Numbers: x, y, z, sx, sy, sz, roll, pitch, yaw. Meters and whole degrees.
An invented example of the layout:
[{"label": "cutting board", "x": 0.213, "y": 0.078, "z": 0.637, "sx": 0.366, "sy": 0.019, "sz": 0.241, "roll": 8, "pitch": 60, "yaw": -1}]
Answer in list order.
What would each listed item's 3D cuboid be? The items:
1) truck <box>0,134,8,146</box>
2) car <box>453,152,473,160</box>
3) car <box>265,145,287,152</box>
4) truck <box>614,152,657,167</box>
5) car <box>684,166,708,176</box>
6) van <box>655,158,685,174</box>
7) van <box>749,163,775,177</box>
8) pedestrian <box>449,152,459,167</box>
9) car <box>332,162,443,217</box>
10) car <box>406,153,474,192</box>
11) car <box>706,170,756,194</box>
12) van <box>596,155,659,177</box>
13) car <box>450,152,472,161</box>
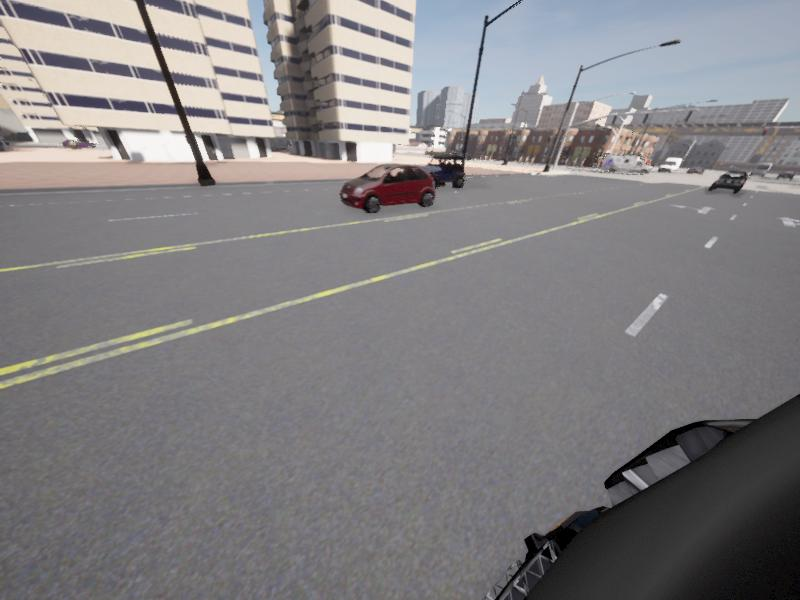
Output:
[{"label": "truck", "x": -76.590, "y": -28.988, "z": 39.488, "sx": 8.468, "sy": 3.827, "sz": 2.891, "roll": -20, "pitch": 40, "yaw": -32}, {"label": "car", "x": 16.778, "y": -38.490, "z": 61.867, "sx": 2.128, "sy": 1.511, "sz": 4.902, "roll": -20, "pitch": 40, "yaw": -30}, {"label": "car", "x": -35.592, "y": -43.610, "z": 66.444, "sx": 5.238, "sy": 1.638, "sz": 1.930, "roll": -22, "pitch": 41, "yaw": -30}, {"label": "truck", "x": 75.267, "y": -45.114, "z": 74.133, "sx": 2.891, "sy": 3.827, "sz": 8.468, "roll": -19, "pitch": 40, "yaw": -30}, {"label": "car", "x": 57.488, "y": -25.087, "z": 44.835, "sx": 4.181, "sy": 1.385, "sz": 1.994, "roll": -19, "pitch": 40, "yaw": -30}, {"label": "van", "x": 52.737, "y": -26.251, "z": 45.174, "sx": 5.915, "sy": 2.561, "sz": 1.988, "roll": -20, "pitch": 40, "yaw": -30}, {"label": "van", "x": 79.961, "y": -28.810, "z": 51.069, "sx": 5.915, "sy": 2.561, "sz": 1.988, "roll": -20, "pitch": 40, "yaw": -30}, {"label": "pedestrian", "x": 7.835, "y": -20.480, "z": 33.612, "sx": 0.751, "sy": 1.860, "sz": 0.751, "roll": -9, "pitch": 35, "yaw": -17}, {"label": "car", "x": -0.429, "y": -4.695, "z": 9.544, "sx": 3.988, "sy": 1.617, "sz": 1.851, "roll": -19, "pitch": 40, "yaw": -30}, {"label": "car", "x": 2.549, "y": -8.227, "z": 14.835, "sx": 3.866, "sy": 1.878, "sz": 1.905, "roll": -19, "pitch": 40, "yaw": -30}, {"label": "car", "x": 29.987, "y": -10.737, "z": 20.929, "sx": 3.988, "sy": 1.617, "sz": 1.851, "roll": -19, "pitch": 40, "yaw": -30}, {"label": "van", "x": 35.374, "y": -21.053, "z": 36.140, "sx": 2.351, "sy": 2.431, "sz": 6.366, "roll": -27, "pitch": 44, "yaw": -36}, {"label": "car", "x": 15.301, "y": -36.402, "z": 58.488, "sx": 1.930, "sy": 1.638, "sz": 5.238, "roll": -20, "pitch": 40, "yaw": -30}]
